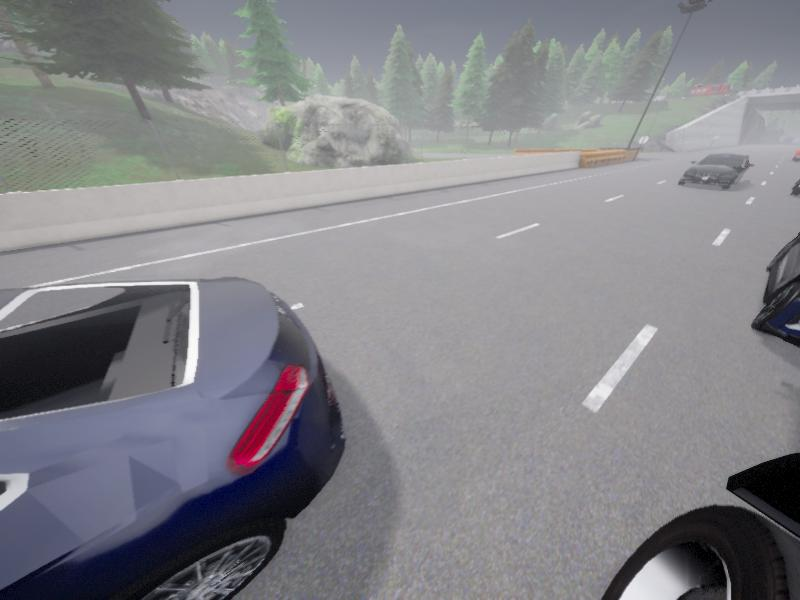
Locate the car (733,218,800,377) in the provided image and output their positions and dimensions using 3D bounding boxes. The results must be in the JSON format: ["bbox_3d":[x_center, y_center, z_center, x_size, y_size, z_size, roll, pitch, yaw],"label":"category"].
[{"bbox_3d":[6.836,-0.364,2.952,4.856,1.649,2.033,-22,41,-28],"label":"car"}]

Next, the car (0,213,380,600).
[{"bbox_3d":[-2.837,1.147,0.893,5.027,1.651,2.152,-22,41,-28],"label":"car"}]

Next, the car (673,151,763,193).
[{"bbox_3d":[17.058,-7.000,12.384,4.892,1.490,1.837,-22,41,-27],"label":"car"}]

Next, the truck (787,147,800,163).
[{"bbox_3d":[41.021,-14.780,22.367,5.204,2.467,2.627,-22,41,-28],"label":"truck"}]

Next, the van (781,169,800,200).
[{"bbox_3d":[19.006,-5.542,9.831,4.480,2.038,2.069,-22,41,-28],"label":"van"}]
